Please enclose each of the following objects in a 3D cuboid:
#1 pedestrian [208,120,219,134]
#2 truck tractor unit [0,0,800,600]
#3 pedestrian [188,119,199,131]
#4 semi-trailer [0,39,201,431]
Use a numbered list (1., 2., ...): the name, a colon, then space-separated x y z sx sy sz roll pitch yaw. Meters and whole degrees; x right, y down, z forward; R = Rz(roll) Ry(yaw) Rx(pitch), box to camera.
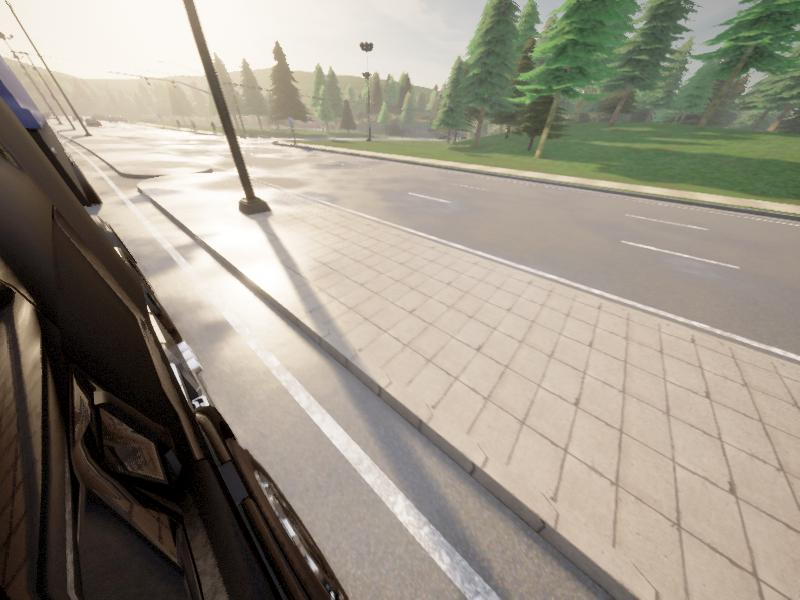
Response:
1. pedestrian: -31.995 -29.696 39.650 0.751 1.860 0.751 30 44 31
2. truck tractor unit: -2.645 -0.295 0.351 6.516 4.208 3.053 28 44 30
3. pedestrian: -40.830 -34.606 45.666 0.751 1.860 0.751 29 44 31
4. semi-trailer: -8.704 -3.598 4.226 14.254 4.402 2.717 28 43 30
